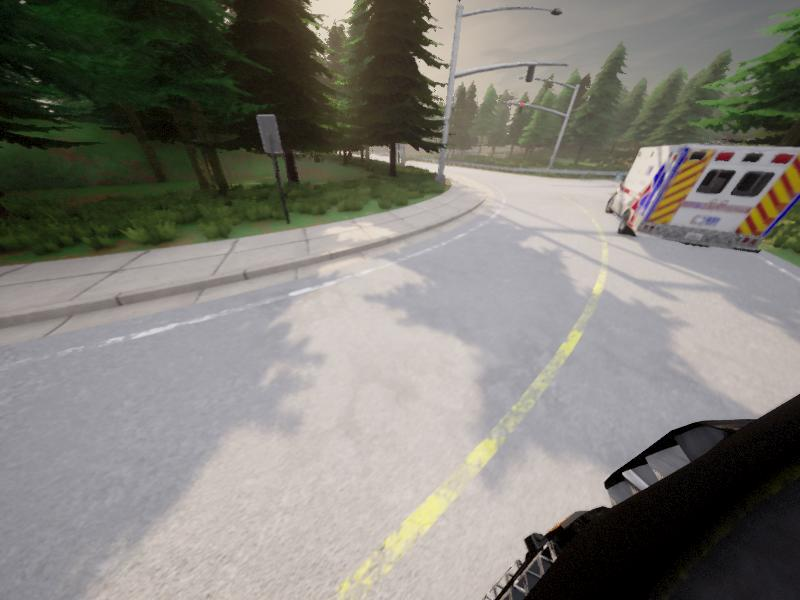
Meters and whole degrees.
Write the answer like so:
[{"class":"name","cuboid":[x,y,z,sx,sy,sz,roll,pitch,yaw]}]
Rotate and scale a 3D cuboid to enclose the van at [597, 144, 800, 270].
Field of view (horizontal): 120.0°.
[{"class":"van","cuboid":[8.970,-3.569,7.645,2.351,2.431,6.366,19,37,23]}]
